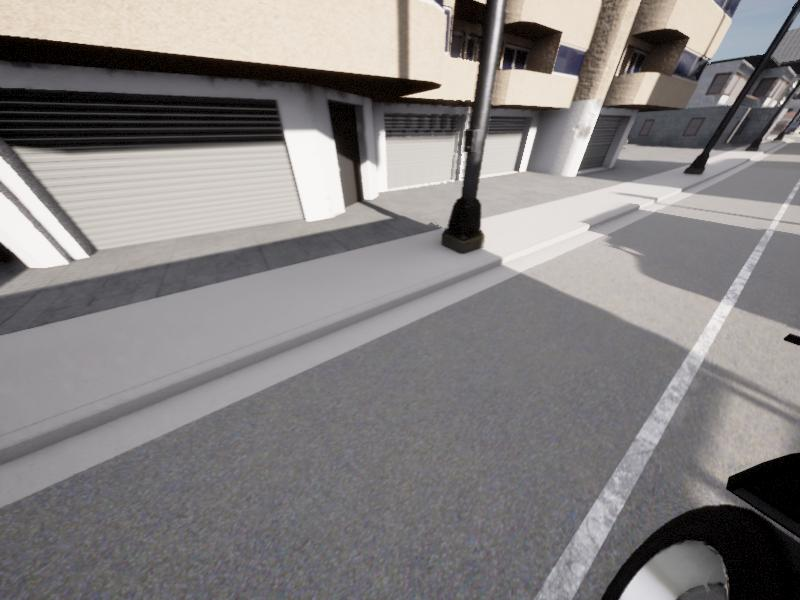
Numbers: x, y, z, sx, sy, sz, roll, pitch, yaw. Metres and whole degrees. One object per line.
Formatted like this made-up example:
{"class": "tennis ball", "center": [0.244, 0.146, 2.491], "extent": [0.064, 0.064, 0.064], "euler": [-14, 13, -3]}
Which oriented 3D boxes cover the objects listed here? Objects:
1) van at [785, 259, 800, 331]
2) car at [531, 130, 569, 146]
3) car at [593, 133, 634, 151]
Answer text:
{"class": "van", "center": [8.855, -1.082, 3.262], "extent": [6.366, 2.431, 2.351], "euler": [-21, 40, -27]}
{"class": "car", "center": [21.137, -22.844, 32.562], "extent": [5.027, 1.636, 2.152], "euler": [-22, 40, -26]}
{"class": "car", "center": [24.731, -18.314, 26.780], "extent": [3.806, 1.475, 1.970], "euler": [-23, 41, -25]}
